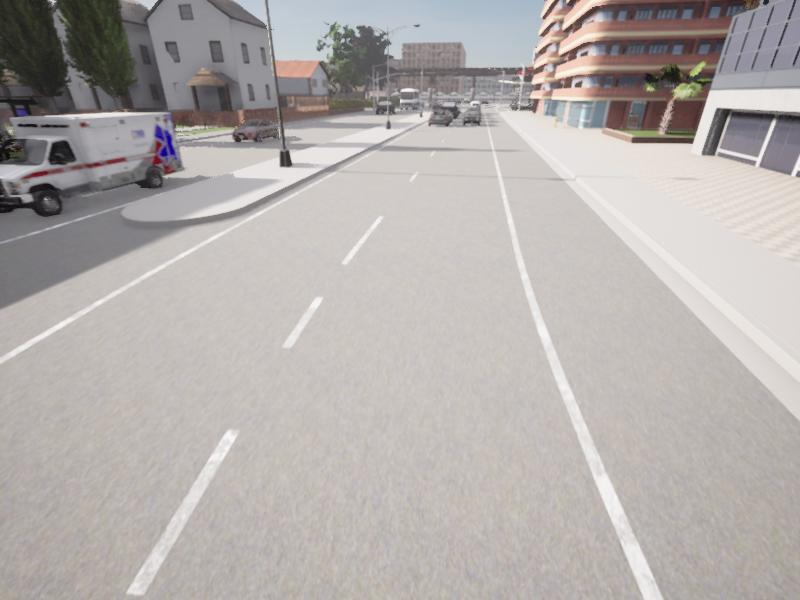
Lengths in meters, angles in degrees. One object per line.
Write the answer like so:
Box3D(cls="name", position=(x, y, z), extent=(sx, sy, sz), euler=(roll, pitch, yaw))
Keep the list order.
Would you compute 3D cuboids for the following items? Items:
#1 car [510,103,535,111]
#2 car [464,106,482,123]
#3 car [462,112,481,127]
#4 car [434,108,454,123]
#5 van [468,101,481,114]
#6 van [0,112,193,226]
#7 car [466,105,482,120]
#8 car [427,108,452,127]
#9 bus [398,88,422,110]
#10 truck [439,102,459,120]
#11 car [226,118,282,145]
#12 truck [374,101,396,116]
Box3D(cls="car", position=(26.074, -41.140, 85.399), extent=(4.902, 1.511, 2.128), euler=(4, 27, 8))
Box3D(cls="car", position=(9.337, -23.733, 51.000), extent=(2.097, 1.767, 4.553), euler=(5, 28, 9))
Box3D(cls="car", position=(8.127, -20.414, 45.069), extent=(1.895, 1.301, 4.718), euler=(5, 28, 9))
Box3D(cls="car", position=(5.569, -23.077, 49.996), extent=(2.038, 1.542, 4.974), euler=(5, 27, 9))
Box3D(cls="van", position=(13.471, -34.538, 71.791), extent=(2.069, 2.038, 4.480), euler=(5, 28, 9))
Box3D(cls="van", position=(-10.019, -4.558, 12.836), extent=(2.351, 2.431, 6.366), euler=(5, 28, 10))
Box3D(cls="car", position=(10.740, -27.250, 58.055), extent=(2.152, 1.651, 5.027), euler=(5, 28, 9))
Box3D(cls="car", position=(4.374, -20.084, 44.000), extent=(2.242, 1.667, 4.611), euler=(5, 27, 9))
Box3D(cls="bus", position=(2.427, -45.816, 91.339), extent=(3.944, 4.253, 10.273), euler=(5, 28, 9))
Box3D(cls="truck", position=(7.106, -27.258, 57.533), extent=(2.390, 2.098, 6.274), euler=(5, 28, 9))
Box3D(cls="car", position=(-10.366, -12.197, 28.775), extent=(1.816, 1.474, 4.193), euler=(5, 28, 9))
Box3D(cls="truck", position=(-2.454, -32.701, 68.105), extent=(2.390, 2.098, 6.274), euler=(5, 28, 9))
